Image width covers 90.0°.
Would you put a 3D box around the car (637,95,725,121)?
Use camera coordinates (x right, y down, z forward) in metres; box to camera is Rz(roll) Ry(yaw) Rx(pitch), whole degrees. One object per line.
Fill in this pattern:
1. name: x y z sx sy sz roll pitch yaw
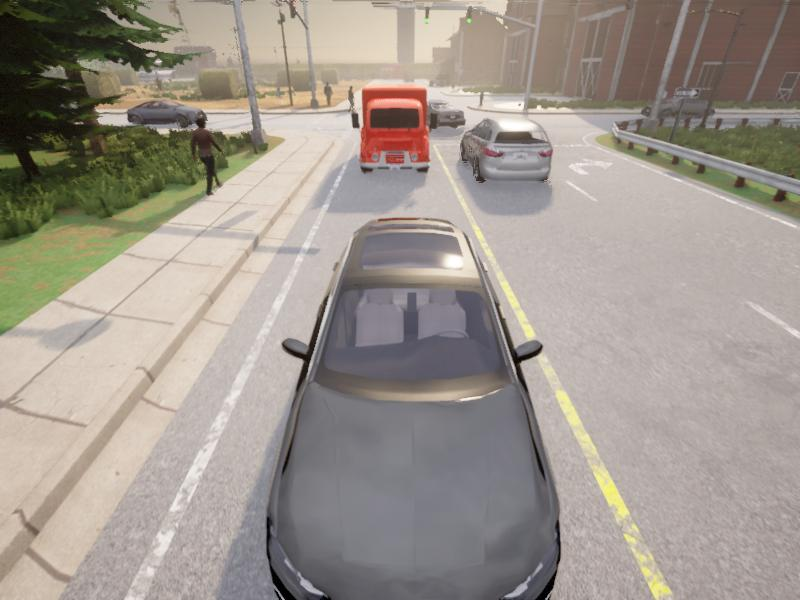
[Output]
1. car: 18.527 -12.764 26.573 4.181 1.385 1.994 0 30 0

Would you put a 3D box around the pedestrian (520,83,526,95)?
1. pedestrian: 13.802 -23.694 44.924 0.500 1.100 0.500 6 31 11

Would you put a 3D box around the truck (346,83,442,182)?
1. truck: -0.191 -5.963 13.782 2.627 2.467 5.204 0 30 -1

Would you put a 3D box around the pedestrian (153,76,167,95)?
1. pedestrian: -28.153 -25.138 46.885 0.751 1.860 0.751 -3 30 -5

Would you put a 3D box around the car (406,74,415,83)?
1. car: 2.156 -47.833 86.411 1.789 1.549 3.705 0 30 -1

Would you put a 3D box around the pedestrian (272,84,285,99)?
1. pedestrian: -12.537 -21.591 41.368 0.751 1.300 0.751 12 32 19

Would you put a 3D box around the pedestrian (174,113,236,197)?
1. pedestrian: -4.830 -3.619 10.026 0.751 1.860 0.751 3 30 6

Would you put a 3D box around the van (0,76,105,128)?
1. van: -21.300 -11.584 23.406 5.915 2.561 1.988 0 30 0

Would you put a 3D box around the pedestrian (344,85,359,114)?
1. pedestrian: -3.611 -14.862 29.604 0.751 1.860 0.751 -15 34 -24

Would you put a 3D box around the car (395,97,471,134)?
1. car: 1.716 -10.795 23.159 2.033 1.411 5.357 -13 33 -21

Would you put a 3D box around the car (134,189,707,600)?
1. car: 0.104 0.313 3.983 2.128 1.511 4.902 0 30 1

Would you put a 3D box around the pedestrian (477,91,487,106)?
1. pedestrian: 6.811 -16.818 33.384 0.500 1.100 0.500 -18 35 -28

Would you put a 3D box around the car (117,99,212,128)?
1. car: -13.815 -11.066 23.675 4.181 1.385 1.994 0 30 0

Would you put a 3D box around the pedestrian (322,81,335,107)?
1. pedestrian: -5.878 -16.860 32.713 0.751 1.860 0.751 -10 32 -17

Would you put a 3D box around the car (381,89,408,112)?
1. car: -0.498 -16.253 32.503 1.994 1.385 4.181 -1 30 -2

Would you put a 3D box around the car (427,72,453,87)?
1. car: 6.639 -36.409 66.193 1.905 1.878 3.866 -31 40 -33

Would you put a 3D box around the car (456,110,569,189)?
1. car: 3.323 -5.048 13.006 2.242 1.667 4.611 0 30 -1
